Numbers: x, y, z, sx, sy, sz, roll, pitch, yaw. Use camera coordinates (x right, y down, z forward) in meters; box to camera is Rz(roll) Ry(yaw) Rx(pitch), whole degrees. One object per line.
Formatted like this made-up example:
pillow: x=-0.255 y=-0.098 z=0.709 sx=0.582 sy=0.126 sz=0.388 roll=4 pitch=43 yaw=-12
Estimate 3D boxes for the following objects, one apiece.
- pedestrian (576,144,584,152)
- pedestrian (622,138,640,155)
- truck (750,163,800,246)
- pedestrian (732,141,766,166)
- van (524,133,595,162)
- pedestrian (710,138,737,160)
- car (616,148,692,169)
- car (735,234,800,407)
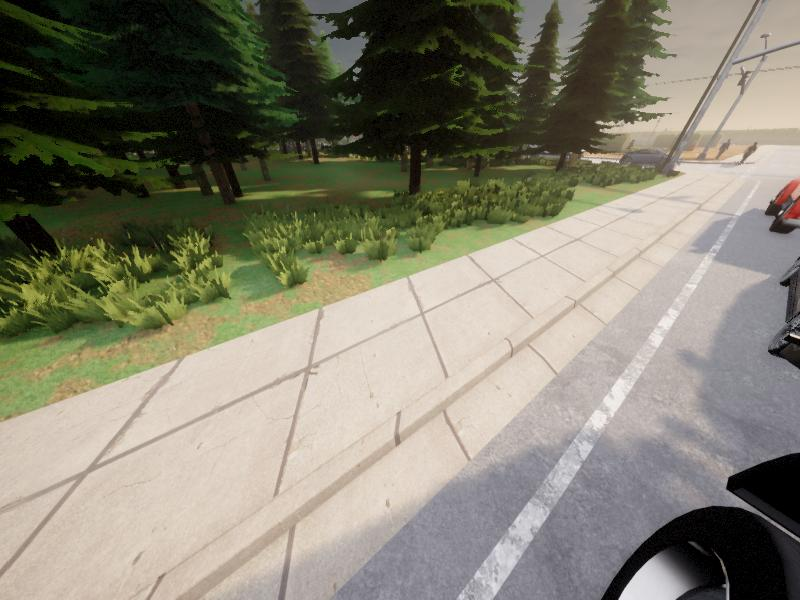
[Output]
pedestrian: x=28.699 y=-24.257 z=36.890 sx=0.500 sy=1.100 sz=0.500 roll=-11 pitch=37 yaw=-15
pedestrian: x=30.659 y=-20.358 z=30.686 sx=0.751 sy=1.860 sz=0.751 roll=-5 pitch=35 yaw=-6
truck: x=12.430 y=-3.014 z=5.961 sx=5.204 sy=2.467 sz=2.627 roll=-23 pitch=41 yaw=-28
pedestrian: x=31.040 y=-13.038 z=20.577 sx=0.751 sy=1.860 sz=0.751 roll=-17 pitch=38 yaw=-22
van: x=18.096 y=-17.640 z=26.674 sx=1.988 sy=2.561 sz=5.915 roll=-22 pitch=41 yaw=-28
pedestrian: x=33.564 y=-15.657 z=24.001 sx=0.751 sy=1.860 sz=0.751 roll=22 pitch=41 yaw=28
car: x=23.074 y=-13.086 z=21.195 sx=1.994 sy=1.385 sz=4.181 roll=-22 pitch=41 yaw=-28
car: x=6.440 y=-0.039 z=2.633 sx=4.902 sy=1.511 sz=2.128 roll=-22 pitch=41 yaw=-28
